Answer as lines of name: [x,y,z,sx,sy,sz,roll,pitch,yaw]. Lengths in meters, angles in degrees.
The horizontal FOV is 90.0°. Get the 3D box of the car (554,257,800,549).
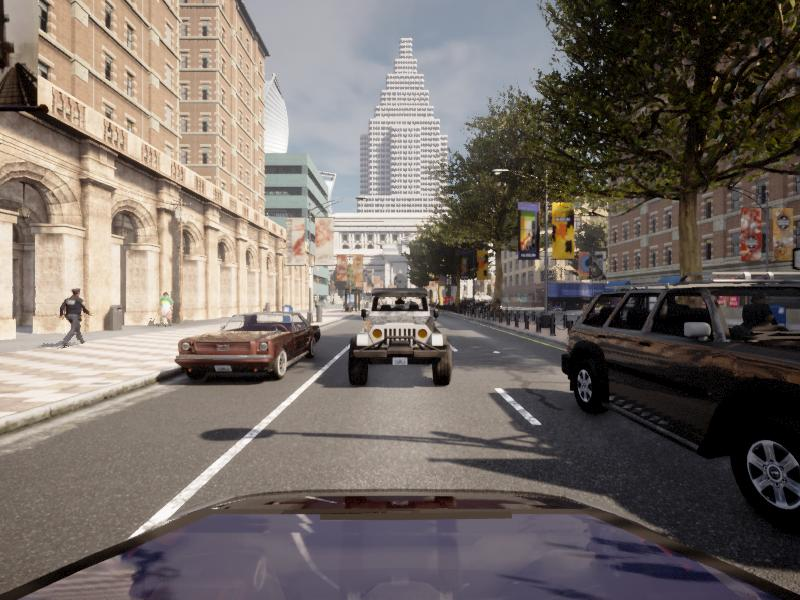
car: [3.501,0.653,4.281,1.932,1.855,4.605,0,0,0]

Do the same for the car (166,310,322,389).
car: [-3.250,0.940,9.526,1.895,1.301,4.718,0,0,0]

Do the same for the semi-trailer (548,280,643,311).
semi-trailer: [29.676,-0.610,60.717,14.254,4.402,2.717,0,0,-12]

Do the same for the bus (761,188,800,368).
bus: [11.447,-0.534,5.332,3.944,4.253,10.273,0,0,0]

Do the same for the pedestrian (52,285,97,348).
pedestrian: [-9.881,0.487,12.157,0.751,1.860,0.751,0,0,2]

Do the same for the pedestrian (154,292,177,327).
pedestrian: [-12.420,0.488,21.210,0.751,1.860,0.751,0,0,0]

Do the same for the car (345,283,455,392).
car: [-0.001,0.647,8.844,1.905,1.878,3.866,0,0,0]

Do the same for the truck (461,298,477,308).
truck: [14.999,0.555,87.625,2.390,2.098,6.274,0,0,0]

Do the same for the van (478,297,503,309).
van: [16.223,0.582,71.716,2.069,2.038,4.480,0,0,-24]
